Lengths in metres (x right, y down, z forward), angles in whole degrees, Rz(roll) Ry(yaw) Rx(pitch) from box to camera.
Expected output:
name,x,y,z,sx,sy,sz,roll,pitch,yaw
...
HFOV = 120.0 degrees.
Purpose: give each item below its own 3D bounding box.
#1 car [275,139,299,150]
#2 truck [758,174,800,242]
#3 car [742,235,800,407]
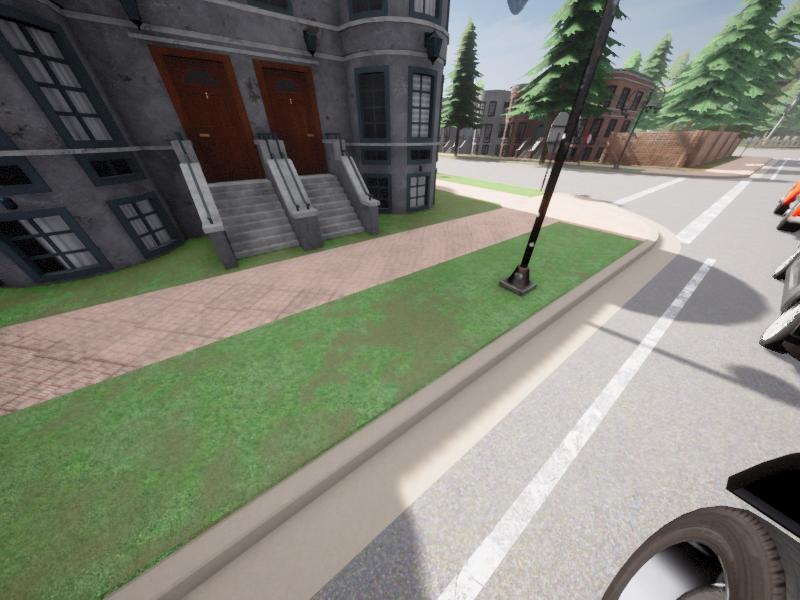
name,x,y,z,sx,sy,sz,roll,pitch,yaw
car,-26.512,-36.620,54.217,5.566,2.045,2.150,25,42,31
truck,12.790,-3.052,6.028,5.204,2.467,2.627,-22,41,-28
car,6.553,-0.173,2.709,5.238,1.638,1.930,-22,41,-28
